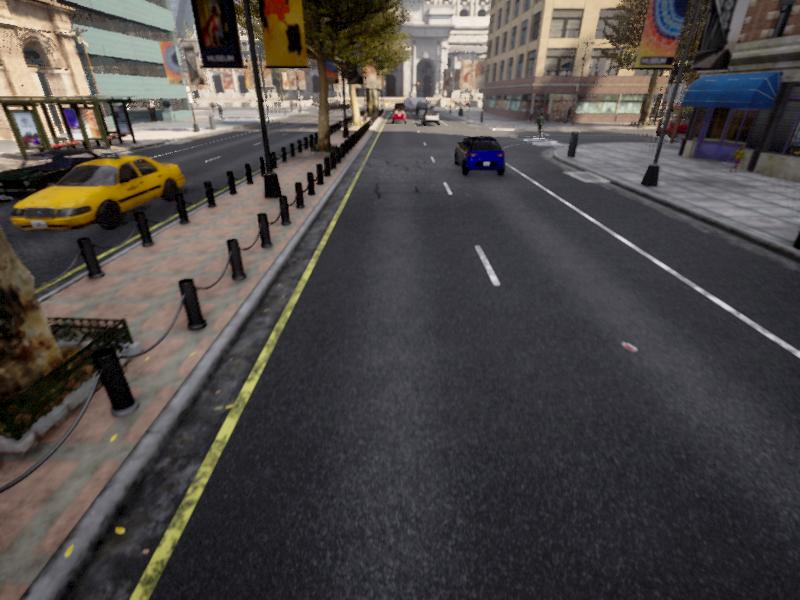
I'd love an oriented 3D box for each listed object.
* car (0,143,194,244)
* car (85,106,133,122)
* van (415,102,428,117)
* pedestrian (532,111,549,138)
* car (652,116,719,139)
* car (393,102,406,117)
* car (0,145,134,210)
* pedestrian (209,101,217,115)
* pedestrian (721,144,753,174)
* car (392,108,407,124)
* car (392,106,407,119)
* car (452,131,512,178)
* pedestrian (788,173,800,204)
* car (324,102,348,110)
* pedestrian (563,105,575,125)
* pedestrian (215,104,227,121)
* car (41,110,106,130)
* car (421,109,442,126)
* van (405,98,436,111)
[{"bbox_3d":[-8.016,-3.208,11.110,1.801,1.575,5.366,0,27,0],"label":"car"},{"bbox_3d":[-35.017,-22.481,48.327,2.128,1.511,4.902,0,27,0],"label":"car"},{"bbox_3d":[3.368,-29.668,62.173,1.775,1.987,4.442,0,27,0],"label":"van"},{"bbox_3d":[10.965,-13.706,31.235,0.751,1.860,0.751,1,27,1],"label":"pedestrian"},{"bbox_3d":[22.286,-13.548,31.353,3.705,1.549,1.789,-1,27,-2],"label":"car"},{"bbox_3d":[-0.085,-29.677,62.294,1.905,1.878,3.866,0,27,0],"label":"car"},{"bbox_3d":[-11.520,-4.287,13.511,1.895,1.301,4.718,0,27,0],"label":"car"},{"bbox_3d":[-29.154,-29.965,62.396,0.751,1.860,0.751,-8,28,-15],"label":"pedestrian"},{"bbox_3d":[13.651,-5.725,16.219,0.500,1.100,0.500,-1,27,-1],"label":"pedestrian"},{"bbox_3d":[-0.067,-22.140,47.991,1.789,1.549,3.705,0,27,0],"label":"car"},{"bbox_3d":[-0.079,-26.353,56.217,2.007,1.525,4.514,0,27,0],"label":"car"},{"bbox_3d":[3.498,-6.599,17.861,1.816,1.474,4.193,0,27,0],"label":"car"},{"bbox_3d":[12.203,-3.701,11.445,0.751,1.860,0.751,-4,27,-8],"label":"pedestrian"},{"bbox_3d":[-13.853,-42.028,86.716,4.792,1.488,2.163,0,27,0],"label":"car"},{"bbox_3d":[18.110,-19.862,42.900,0.751,1.860,0.751,5,28,10],"label":"pedestrian"},{"bbox_3d":[-20.998,-22.000,46.929,0.751,1.860,0.751,2,27,4],"label":"pedestrian"},{"bbox_3d":[-30.871,-17.145,38.049,2.161,1.482,4.786,0,27,0],"label":"car"},{"bbox_3d":[3.436,-20.441,44.729,2.007,1.525,4.514,0,27,0],"label":"car"},{"bbox_3d":[4.208,-40.807,83.350,6.366,2.431,2.351,0,27,0],"label":"van"}]
